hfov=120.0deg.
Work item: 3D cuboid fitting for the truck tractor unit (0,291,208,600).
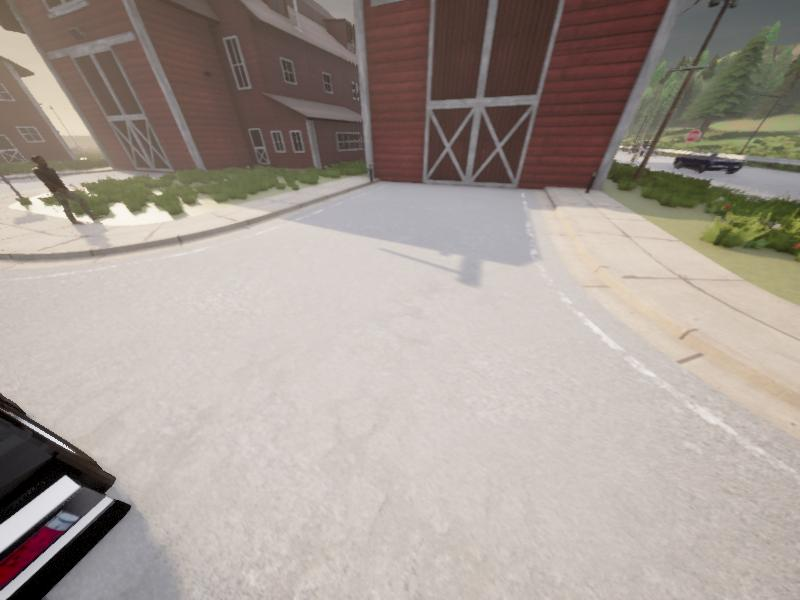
[{"bbox_3d":[-5.261,-0.115,0.560,6.516,4.208,3.053,12,37,17],"label":"truck tractor unit"}]

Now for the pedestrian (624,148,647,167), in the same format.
[{"bbox_3d":[19.785,-12.024,19.441,0.751,1.300,0.751,13,37,18],"label":"pedestrian"}]

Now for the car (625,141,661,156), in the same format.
[{"bbox_3d":[34.117,-21.372,32.597,1.851,1.617,3.988,12,37,18],"label":"car"}]

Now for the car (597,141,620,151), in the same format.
[{"bbox_3d":[39.581,-29.272,43.921,1.812,1.442,4.674,12,37,18],"label":"car"}]

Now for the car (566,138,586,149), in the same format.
[{"bbox_3d":[40.250,-35.945,52.906,2.150,2.045,5.566,12,37,18],"label":"car"}]

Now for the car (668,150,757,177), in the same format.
[{"bbox_3d":[22.855,-10.298,17.247,1.895,1.301,4.718,12,37,18],"label":"car"}]

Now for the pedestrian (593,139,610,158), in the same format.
[{"bbox_3d":[23.361,-17.559,26.792,0.751,1.860,0.751,13,37,18],"label":"pedestrian"}]

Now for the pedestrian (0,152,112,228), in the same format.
[{"bbox_3d":[-9.724,-3.132,6.663,0.751,1.860,0.751,-4,35,-5],"label":"pedestrian"}]
